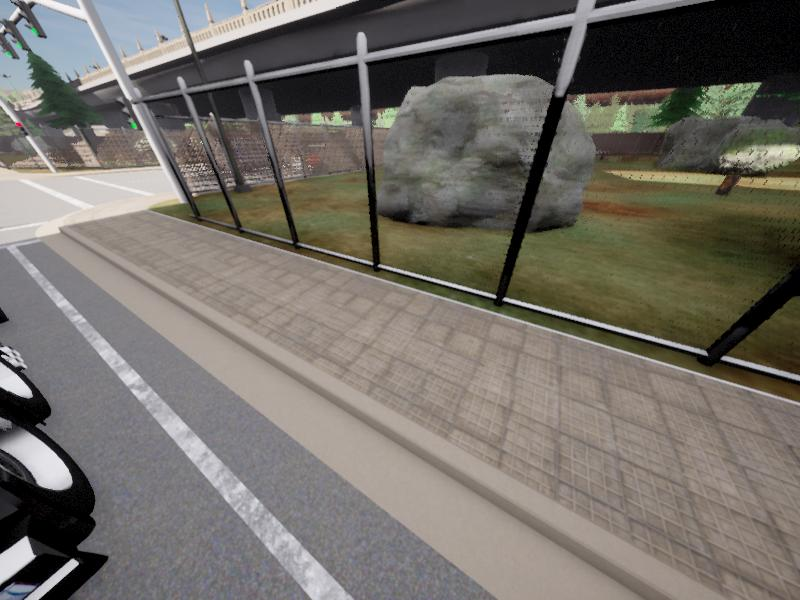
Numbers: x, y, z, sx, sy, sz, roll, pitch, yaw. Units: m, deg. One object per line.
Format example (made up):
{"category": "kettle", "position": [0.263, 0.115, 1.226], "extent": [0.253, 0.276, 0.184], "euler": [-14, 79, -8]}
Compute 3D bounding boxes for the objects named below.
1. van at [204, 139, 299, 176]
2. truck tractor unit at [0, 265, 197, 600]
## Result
{"category": "van", "position": [-12.638, -12.786, 20.428], "extent": [2.351, 2.431, 6.366], "euler": [18, 39, 24]}
{"category": "truck tractor unit", "position": [-5.117, -0.293, 0.786], "extent": [6.516, 4.208, 3.053], "euler": [18, 39, 24]}
